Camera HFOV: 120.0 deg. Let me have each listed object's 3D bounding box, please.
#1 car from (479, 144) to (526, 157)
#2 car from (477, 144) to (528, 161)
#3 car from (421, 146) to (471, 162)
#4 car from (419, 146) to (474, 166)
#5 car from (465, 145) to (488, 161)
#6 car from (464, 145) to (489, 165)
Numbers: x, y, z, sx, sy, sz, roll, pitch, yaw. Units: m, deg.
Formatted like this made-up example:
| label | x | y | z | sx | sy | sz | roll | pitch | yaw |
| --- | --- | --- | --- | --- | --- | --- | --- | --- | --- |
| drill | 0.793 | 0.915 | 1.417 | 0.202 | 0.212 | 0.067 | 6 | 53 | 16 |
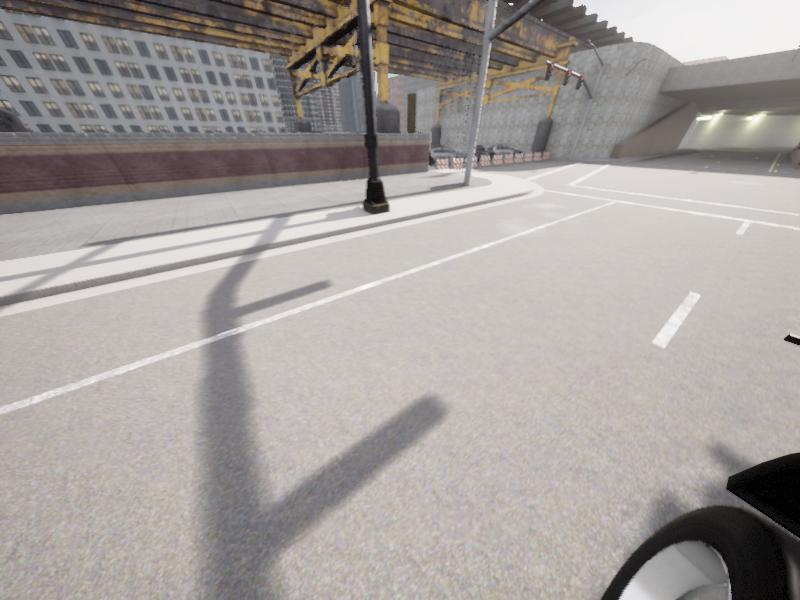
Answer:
| label | x | y | z | sx | sy | sz | roll | pitch | yaw |
| --- | --- | --- | --- | --- | --- | --- | --- | --- | --- |
| car | 12.129 | -17.825 | 27.526 | 4.536 | 1.218 | 1.853 | -4 | 35 | -5 |
| car | 12.182 | -17.700 | 27.621 | 4.974 | 1.542 | 2.038 | -4 | 35 | -5 |
| car | 4.374 | -14.163 | 22.387 | 4.536 | 1.218 | 1.853 | 5 | 35 | 8 |
| car | 4.426 | -14.030 | 22.471 | 4.974 | 1.542 | 2.038 | 5 | 35 | 8 |
| car | 8.228 | -15.713 | 24.558 | 1.853 | 1.218 | 4.536 | 11 | 37 | 16 |
| car | 8.213 | -15.556 | 24.608 | 2.038 | 1.542 | 4.974 | 11 | 37 | 16 |
